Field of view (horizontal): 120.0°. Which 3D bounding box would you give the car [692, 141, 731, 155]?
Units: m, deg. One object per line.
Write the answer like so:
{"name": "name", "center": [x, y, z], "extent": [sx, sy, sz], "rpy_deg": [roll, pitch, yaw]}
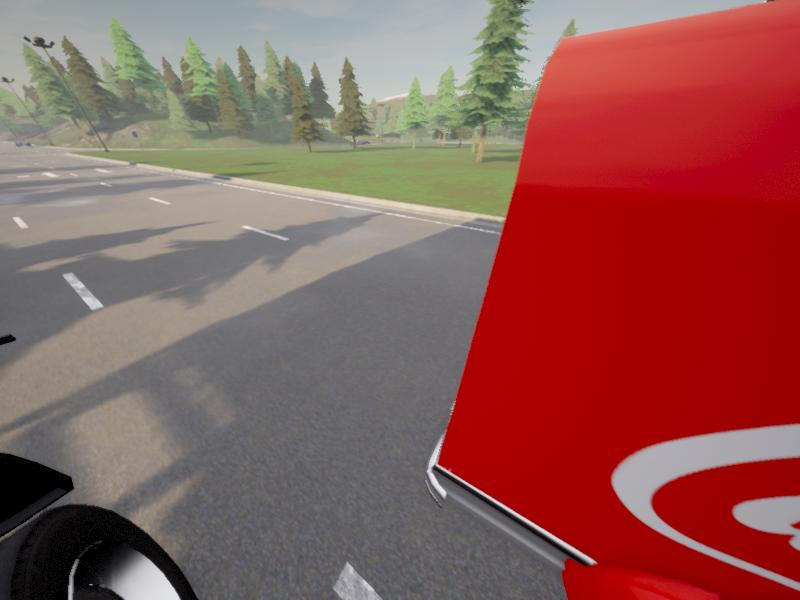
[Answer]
{"name": "car", "center": [49.804, -24.406, 37.045], "extent": [2.033, 1.649, 4.856], "rpy_deg": [20, 40, 25]}

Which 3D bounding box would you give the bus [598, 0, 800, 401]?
{"name": "bus", "center": [8.384, -0.576, 1.061], "extent": [10.273, 4.253, 3.944], "rpy_deg": [19, 39, 25]}

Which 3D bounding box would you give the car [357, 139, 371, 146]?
{"name": "car", "center": [-10.512, -46.445, 68.055], "extent": [2.152, 1.651, 5.027], "rpy_deg": [11, 37, 14]}

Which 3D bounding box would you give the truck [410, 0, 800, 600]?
{"name": "truck", "center": [2.974, 0.733, 0.733], "extent": [5.204, 2.467, 2.627], "rpy_deg": [20, 40, 25]}

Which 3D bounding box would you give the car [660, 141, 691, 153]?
{"name": "car", "center": [48.440, -26.967, 40.729], "extent": [2.038, 1.542, 4.974], "rpy_deg": [20, 40, 25]}

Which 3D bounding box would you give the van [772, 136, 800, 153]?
{"name": "van", "center": [70.162, -27.332, 40.563], "extent": [2.351, 2.431, 6.366], "rpy_deg": [20, 40, 25]}
